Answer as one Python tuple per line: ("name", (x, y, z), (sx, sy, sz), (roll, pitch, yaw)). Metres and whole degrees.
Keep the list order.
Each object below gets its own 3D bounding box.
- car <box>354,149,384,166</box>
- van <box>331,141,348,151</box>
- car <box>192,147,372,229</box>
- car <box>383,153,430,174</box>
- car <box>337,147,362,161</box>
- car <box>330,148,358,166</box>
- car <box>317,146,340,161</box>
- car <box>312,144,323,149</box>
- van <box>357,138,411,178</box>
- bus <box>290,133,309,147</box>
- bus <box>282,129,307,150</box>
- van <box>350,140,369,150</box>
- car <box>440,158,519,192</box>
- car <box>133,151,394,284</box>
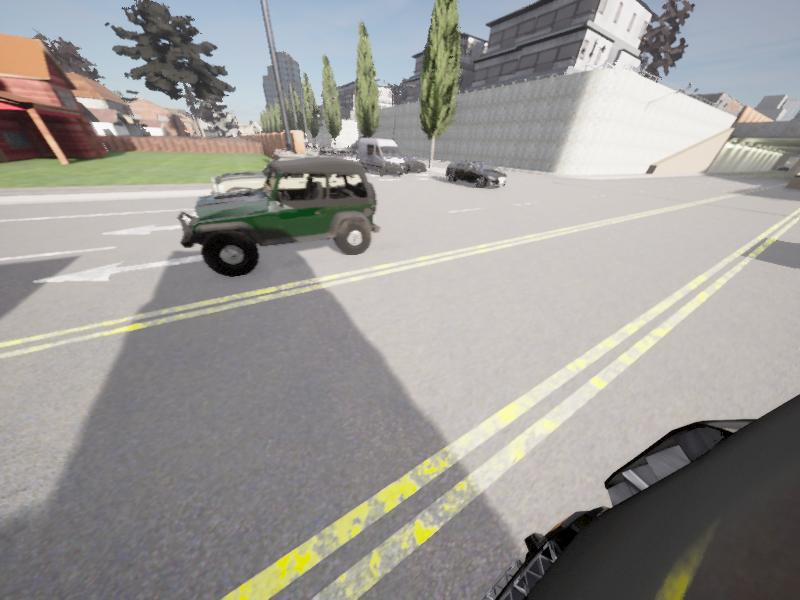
("car", (-3.980, -18.008, 29.094), (1.837, 1.490, 4.892), (-16, 38, -26))
("van", (-19.341, -49.433, 74.147), (2.351, 2.431, 6.366), (10, 35, 10))
("car", (-3.440, -3.804, 7.631), (4.605, 1.855, 1.932), (-16, 38, -27))
("car", (0.456, -13.609, 22.973), (2.033, 1.411, 5.357), (-16, 38, -26))
("car", (-7.381, -21.360, 33.799), (2.007, 1.525, 4.514), (-16, 38, -26))
("car", (-6.571, -16.703, 26.966), (1.970, 1.475, 3.806), (-16, 38, -26))
("car", (-9.734, -19.843, 31.331), (1.789, 1.549, 3.705), (-16, 38, -26))
("car", (-25.794, -48.126, 72.431), (1.895, 1.301, 4.718), (-16, 38, -26))
("van", (-1.584, -12.269, 19.792), (1.988, 2.561, 5.915), (-16, 38, -26))
("bus", (-39.280, -62.576, 90.149), (3.944, 4.253, 10.273), (-16, 39, -26))
("bus", (-28.850, -43.761, 63.055), (3.944, 4.253, 10.273), (-16, 38, -26))
("van", (-14.404, -55.049, 81.934), (5.915, 2.561, 1.988), (-19, 40, -24))
("car", (5.241, -8.824, 16.108), (2.128, 1.511, 4.902), (-15, 38, -25))
("car", (-2.313, -2.012, 5.034), (3.866, 1.878, 1.905), (-16, 38, -27))
